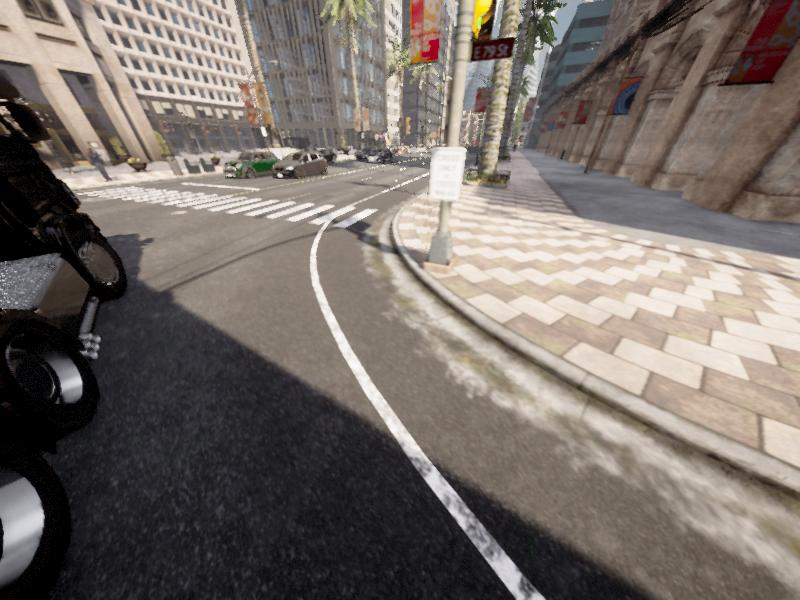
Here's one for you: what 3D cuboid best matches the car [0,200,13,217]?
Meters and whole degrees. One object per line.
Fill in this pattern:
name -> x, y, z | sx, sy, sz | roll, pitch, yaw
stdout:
car -> -16.645, -2.942, 6.916 | 2.242, 1.667, 4.611 | 12, 37, 18

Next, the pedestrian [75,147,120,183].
pedestrian -> -18.745, -8.402, 14.389 | 0.751, 1.860, 0.751 | -18, 38, -24

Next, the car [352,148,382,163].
car -> -4.475, -20.347, 32.338 | 2.038, 1.542, 4.974 | 13, 36, 18

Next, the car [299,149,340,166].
car -> -9.765, -17.654, 28.478 | 2.163, 1.488, 4.792 | 12, 36, 17

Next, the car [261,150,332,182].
car -> -7.667, -10.434, 17.788 | 2.242, 1.667, 4.611 | 12, 37, 18

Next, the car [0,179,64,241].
car -> -12.462, -1.927, 5.697 | 1.994, 1.385, 4.181 | 4, 35, 6

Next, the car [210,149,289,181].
car -> -11.355, -10.581, 17.913 | 2.097, 1.767, 4.553 | 13, 36, 18

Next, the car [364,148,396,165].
car -> -2.371, -18.011, 28.849 | 2.033, 1.649, 4.856 | 13, 36, 18

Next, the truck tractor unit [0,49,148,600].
truck tractor unit -> -4.715, -0.576, 1.185 | 3.053, 4.208, 6.516 | -27, 43, -33
